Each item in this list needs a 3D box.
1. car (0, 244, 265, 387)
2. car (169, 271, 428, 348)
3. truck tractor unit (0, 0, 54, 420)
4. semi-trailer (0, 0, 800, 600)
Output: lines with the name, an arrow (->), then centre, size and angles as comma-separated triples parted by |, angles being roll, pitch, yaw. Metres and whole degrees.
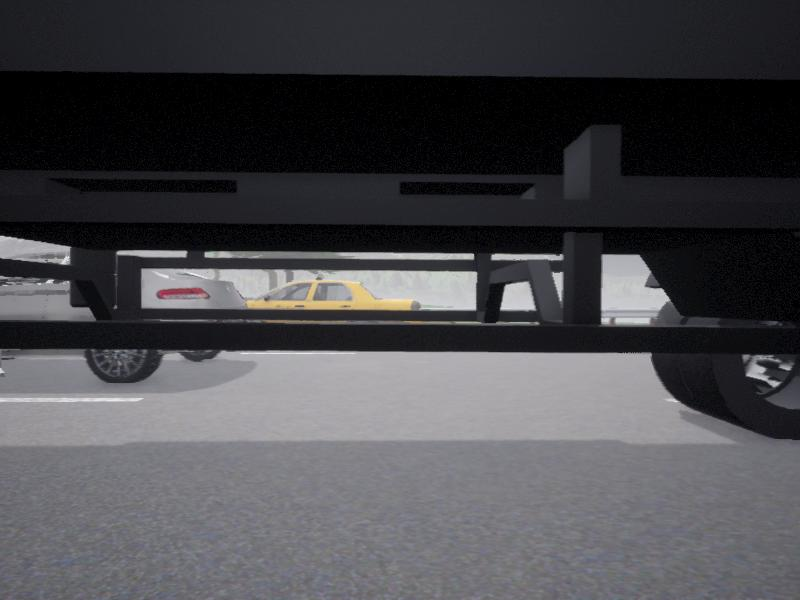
car -> -4.801, 0.175, 5.700 | 5.027, 1.651, 2.152 | 0, 0, 0
car -> -2.105, 0.200, 9.202 | 5.366, 1.575, 1.801 | 0, 0, 0
truck tractor unit -> -6.497, -1.131, 2.208 | 6.516, 4.208, 3.053 | 0, 0, 0
semi-trailer -> 1.422, -1.220, 2.251 | 14.254, 4.402, 2.717 | 0, 0, 0
